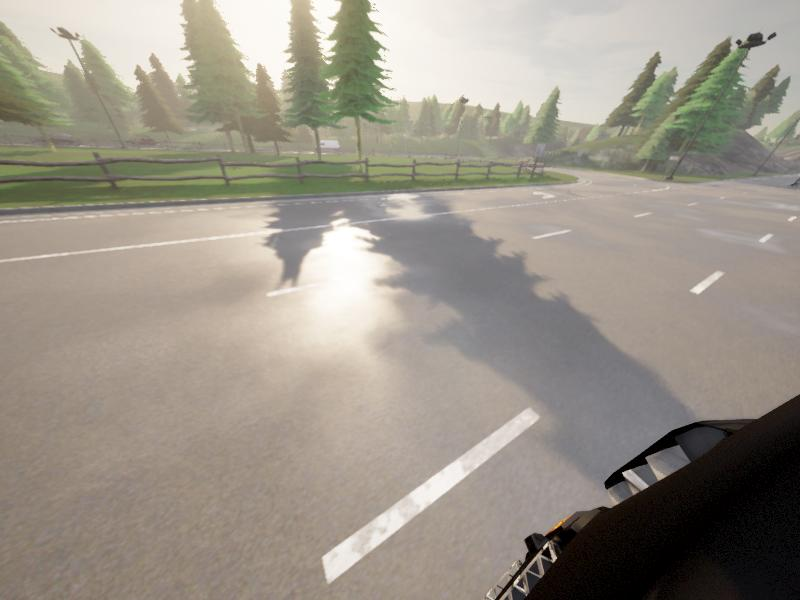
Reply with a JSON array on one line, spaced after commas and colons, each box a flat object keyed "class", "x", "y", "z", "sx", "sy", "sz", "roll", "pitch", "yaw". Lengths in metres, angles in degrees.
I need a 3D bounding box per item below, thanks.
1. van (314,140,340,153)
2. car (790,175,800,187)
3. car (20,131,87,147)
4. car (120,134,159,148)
[{"class": "van", "x": -18.433, "y": -38.948, "z": 58.527, "sx": 5.915, "sy": 2.561, "sz": 1.988, "roll": -16, "pitch": 38, "yaw": -26}, {"class": "car", "x": 52.483, "y": -15.299, "z": 29.325, "sx": 5.027, "sy": 1.651, "sz": 2.152, "roll": -16, "pitch": 38, "yaw": -26}, {"class": "car", "x": -52.289, "y": -24.379, "z": 35.028, "sx": 5.027, "sy": 1.651, "sz": 2.152, "roll": -15, "pitch": 37, "yaw": -24}, {"class": "car", "x": -46.494, "y": -28.452, "z": 41.322, "sx": 3.866, "sy": 1.878, "sz": 1.905, "roll": -16, "pitch": 38, "yaw": -26}]
